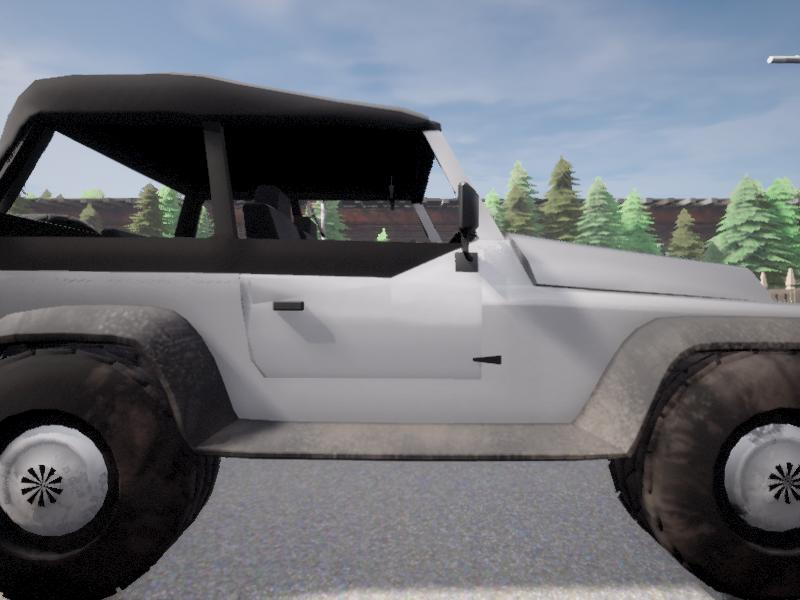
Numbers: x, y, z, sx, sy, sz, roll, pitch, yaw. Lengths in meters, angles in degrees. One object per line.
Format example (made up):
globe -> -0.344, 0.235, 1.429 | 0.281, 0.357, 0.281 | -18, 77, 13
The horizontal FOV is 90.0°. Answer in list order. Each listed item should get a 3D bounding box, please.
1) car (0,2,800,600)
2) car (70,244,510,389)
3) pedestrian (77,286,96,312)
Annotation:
car -> -0.083, 0.044, 2.187 | 3.866, 1.878, 1.905 | 1, 0, -1
car -> -1.259, 0.184, 5.673 | 5.027, 1.651, 2.152 | 0, 0, -1
pedestrian -> -22.310, -0.079, 28.485 | 0.751, 1.860, 0.751 | 0, 0, 1
